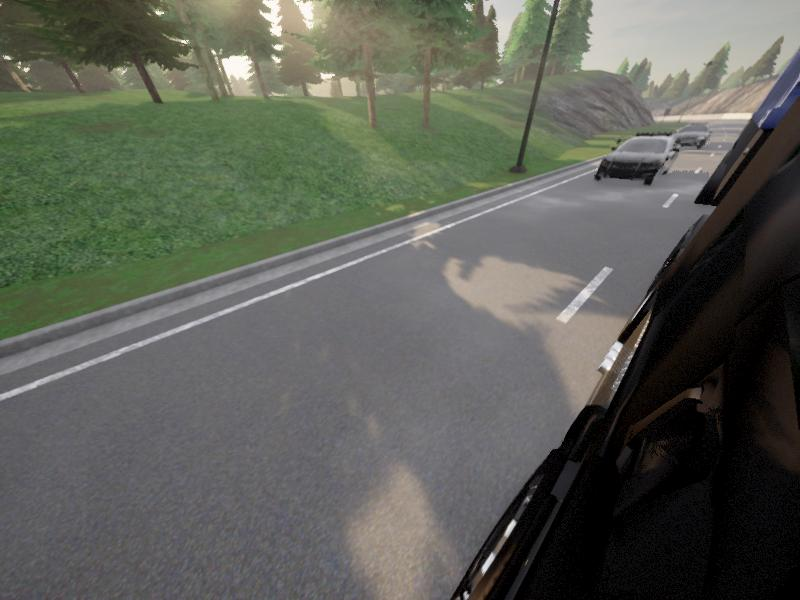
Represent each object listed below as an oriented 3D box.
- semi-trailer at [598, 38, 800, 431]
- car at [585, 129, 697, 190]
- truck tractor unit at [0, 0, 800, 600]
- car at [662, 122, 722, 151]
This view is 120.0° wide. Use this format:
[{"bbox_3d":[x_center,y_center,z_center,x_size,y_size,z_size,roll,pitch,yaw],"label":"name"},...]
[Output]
[{"bbox_3d":[8.665,-3.634,4.250,14.254,4.402,2.717,-29,44,-30],"label":"semi-trailer"},{"bbox_3d":[10.192,-6.080,9.729,5.238,1.638,1.930,-28,44,-30],"label":"car"},{"bbox_3d":[2.645,-0.295,0.351,6.516,4.208,3.053,-28,44,-30],"label":"truck tractor unit"},{"bbox_3d":[22.609,-12.745,17.892,4.974,1.542,2.038,-29,44,-30],"label":"car"}]
